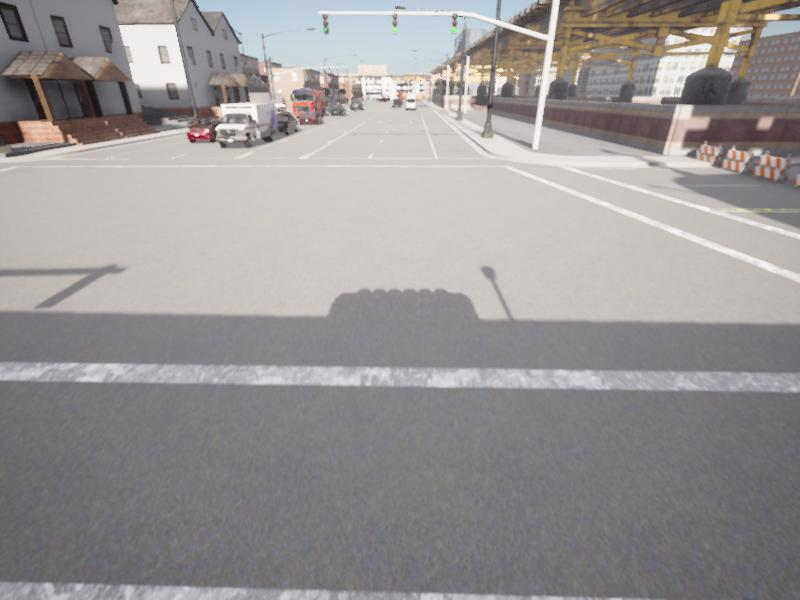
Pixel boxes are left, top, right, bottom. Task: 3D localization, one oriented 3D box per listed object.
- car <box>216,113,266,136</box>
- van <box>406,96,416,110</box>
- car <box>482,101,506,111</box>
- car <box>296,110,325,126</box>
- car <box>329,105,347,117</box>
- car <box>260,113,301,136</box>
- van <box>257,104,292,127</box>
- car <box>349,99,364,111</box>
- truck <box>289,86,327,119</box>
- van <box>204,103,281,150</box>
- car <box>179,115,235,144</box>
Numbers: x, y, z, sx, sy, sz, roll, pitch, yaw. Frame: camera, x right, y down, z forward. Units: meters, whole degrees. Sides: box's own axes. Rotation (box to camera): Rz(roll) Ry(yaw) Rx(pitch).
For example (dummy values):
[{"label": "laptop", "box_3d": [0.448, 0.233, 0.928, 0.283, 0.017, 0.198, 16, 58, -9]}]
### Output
[{"label": "car", "box_3d": [-13.382, -15.010, 34.029, 2.128, 1.511, 4.902, 1, 27, 2]}, {"label": "van", "box_3d": [2.259, -40.222, 81.619, 1.988, 2.561, 5.915, 1, 27, 2]}, {"label": "car", "box_3d": [18.020, -37.147, 76.629, 4.974, 1.542, 2.038, -25, 36, -39]}, {"label": "car", "box_3d": [-9.577, -19.619, 43.085, 1.994, 1.385, 4.181, 1, 27, 2]}, {"label": "car", "box_3d": [-9.036, -27.816, 58.803, 1.837, 1.490, 4.892, 1, 28, 2]}, {"label": "car", "box_3d": [-9.900, -14.810, 33.645, 1.837, 1.490, 4.892, 1, 27, 2]}, {"label": "van", "box_3d": [-13.102, -19.495, 42.137, 2.069, 2.038, 4.480, 1, 27, 2]}, {"label": "car", "box_3d": [-8.380, -38.001, 77.900, 2.150, 2.045, 5.566, 1, 28, 2]}, {"label": "truck", "box_3d": [-12.630, -27.614, 55.884, 2.891, 3.827, 8.468, 1, 28, 2]}, {"label": "van", "box_3d": [-10.142, -11.689, 26.590, 2.351, 2.431, 6.366, 1, 27, 2]}, {"label": "car", "box_3d": [-13.581, -12.209, 28.506, 1.851, 1.617, 3.988, 1, 27, 2]}]
